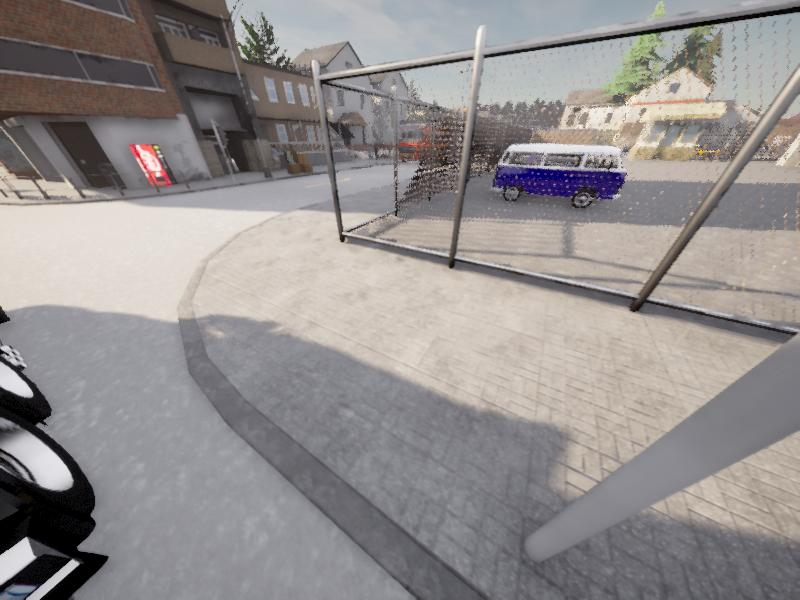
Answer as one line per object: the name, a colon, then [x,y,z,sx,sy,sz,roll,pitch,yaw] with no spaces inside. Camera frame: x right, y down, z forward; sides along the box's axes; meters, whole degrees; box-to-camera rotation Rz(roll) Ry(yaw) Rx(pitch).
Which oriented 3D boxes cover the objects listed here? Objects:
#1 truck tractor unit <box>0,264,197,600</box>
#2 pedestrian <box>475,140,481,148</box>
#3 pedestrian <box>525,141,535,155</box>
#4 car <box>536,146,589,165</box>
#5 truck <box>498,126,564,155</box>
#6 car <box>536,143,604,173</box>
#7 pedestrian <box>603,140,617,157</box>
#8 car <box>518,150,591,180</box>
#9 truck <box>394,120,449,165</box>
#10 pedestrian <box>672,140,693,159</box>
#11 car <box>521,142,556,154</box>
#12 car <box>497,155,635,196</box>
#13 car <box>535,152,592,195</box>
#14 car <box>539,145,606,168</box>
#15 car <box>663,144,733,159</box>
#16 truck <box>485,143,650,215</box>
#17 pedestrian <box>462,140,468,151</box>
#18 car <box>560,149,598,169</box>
truck tractor unit: [-5.110,-0.302,0.778,6.516,4.208,3.053,18,39,24]
pedestrian: [21.397,-42.787,63.338,0.751,1.860,0.751,28,44,34]
pedestrian: [19.711,-23.061,35.059,0.751,1.860,0.751,11,36,16]
car: [16.911,-15.265,24.295,4.193,1.474,1.816,18,39,24]
truck: [21.481,-26.542,38.544,8.468,3.827,2.891,1,35,2]
car: [13.592,-11.562,18.708,3.866,1.878,1.905,18,39,24]
pedestrian: [29.264,-21.082,32.143,0.751,1.860,0.751,24,42,31]
car: [10.227,-9.142,15.561,3.633,1.501,1.845,18,39,24]
truck: [2.774,-18.658,27.390,2.891,3.827,8.468,18,39,24]
pedestrian: [34.574,-18.440,28.309,0.751,1.860,0.751,21,40,28]
car: [24.928,-27.483,41.792,5.027,1.651,2.152,19,39,25]
car: [8.241,-6.649,12.110,5.357,1.415,2.033,18,39,24]
car: [8.493,-6.776,12.164,1.789,1.547,3.705,18,39,24]
car: [15.960,-13.537,21.704,4.611,1.667,2.242,18,39,24]
car: [39.618,-19.990,30.961,5.366,1.575,1.801,18,39,25]
truck: [6.114,-4.984,9.193,4.478,2.038,2.069,18,39,24]
pedestrian: [14.196,-33.824,50.542,0.751,1.860,0.751,21,40,28]
car: [15.423,-12.220,20.002,2.207,1.379,1.481,18,39,24]
